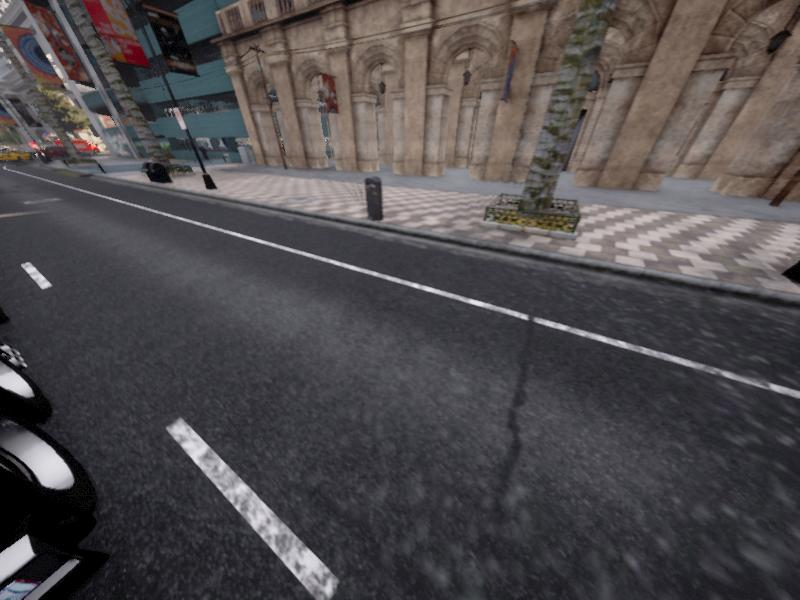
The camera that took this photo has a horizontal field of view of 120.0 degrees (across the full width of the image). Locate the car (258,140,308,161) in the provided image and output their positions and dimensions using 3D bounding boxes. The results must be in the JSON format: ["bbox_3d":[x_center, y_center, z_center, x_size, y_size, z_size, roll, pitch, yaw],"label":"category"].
[{"bbox_3d":[-14.831,-19.065,29.379,5.566,2.045,2.435,18,39,24],"label":"car"}]

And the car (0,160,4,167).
[{"bbox_3d":[-45.960,-15.348,25.141,4.902,1.511,2.128,25,42,31],"label":"car"}]

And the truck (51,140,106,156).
[{"bbox_3d":[-61.198,-29.132,44.232,2.627,2.467,5.204,-1,35,-1],"label":"truck"}]

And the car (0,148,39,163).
[{"bbox_3d":[-52.343,-19.588,31.228,1.801,1.575,5.366,-21,40,-27],"label":"car"}]

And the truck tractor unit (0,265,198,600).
[{"bbox_3d":[-5.118,-0.293,0.776,6.516,4.208,3.053,18,39,24],"label":"truck tractor unit"}]
